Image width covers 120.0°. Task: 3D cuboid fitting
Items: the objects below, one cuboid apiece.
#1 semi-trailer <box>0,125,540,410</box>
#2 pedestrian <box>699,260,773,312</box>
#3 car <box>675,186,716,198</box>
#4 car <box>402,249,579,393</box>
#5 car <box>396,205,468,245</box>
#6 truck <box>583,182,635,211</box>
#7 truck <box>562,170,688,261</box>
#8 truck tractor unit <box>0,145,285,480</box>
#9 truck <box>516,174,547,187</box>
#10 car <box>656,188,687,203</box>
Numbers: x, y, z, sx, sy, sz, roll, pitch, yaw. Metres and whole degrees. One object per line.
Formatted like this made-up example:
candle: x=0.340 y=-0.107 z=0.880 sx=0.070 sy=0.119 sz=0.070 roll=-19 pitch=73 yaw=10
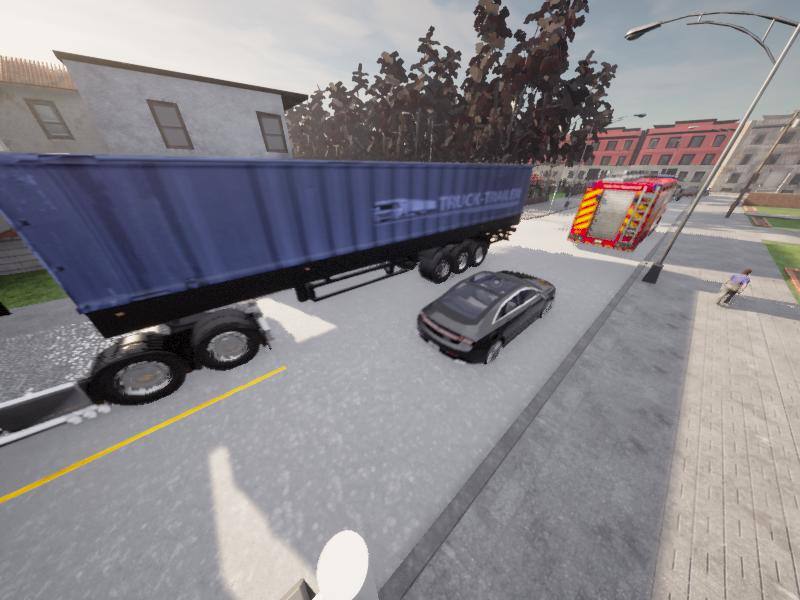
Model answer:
semi-trailer: x=-0.208 y=-2.632 z=8.149 sx=14.254 sy=4.402 sz=2.717 roll=-23 pitch=37 yaw=-34
pedestrian: x=10.445 y=-0.448 z=7.225 sx=0.751 sy=1.300 sz=0.751 roll=-16 pitch=34 yaw=-26
car: x=45.261 y=-16.608 z=35.404 sx=4.181 sy=1.385 sz=1.994 roll=-8 pitch=31 yaw=-13
car: x=2.611 y=0.055 z=6.400 sx=4.902 sy=1.511 sz=2.128 roll=-23 pitch=37 yaw=-34
car: x=1.905 y=-5.183 z=15.474 sx=2.128 sy=1.511 sz=4.902 roll=-16 pitch=34 yaw=-26
truck: x=23.164 y=-11.588 z=25.608 sx=5.204 sy=2.467 sz=2.627 roll=-23 pitch=37 yaw=-34
truck: x=13.511 y=-5.513 z=13.730 sx=8.468 sy=3.827 sz=2.891 roll=-23 pitch=37 yaw=-34
truck tractor unit: x=-6.270 y=-0.007 z=3.794 sx=6.516 sy=4.208 sz=3.053 roll=-22 pitch=37 yaw=-34
truck: x=30.128 y=-27.479 z=53.131 sx=2.627 sy=2.467 sz=5.204 roll=-23 pitch=37 yaw=-34
car: x=36.370 y=-14.081 z=30.918 sx=3.806 sy=1.475 sz=1.970 roll=-23 pitch=37 yaw=-34
